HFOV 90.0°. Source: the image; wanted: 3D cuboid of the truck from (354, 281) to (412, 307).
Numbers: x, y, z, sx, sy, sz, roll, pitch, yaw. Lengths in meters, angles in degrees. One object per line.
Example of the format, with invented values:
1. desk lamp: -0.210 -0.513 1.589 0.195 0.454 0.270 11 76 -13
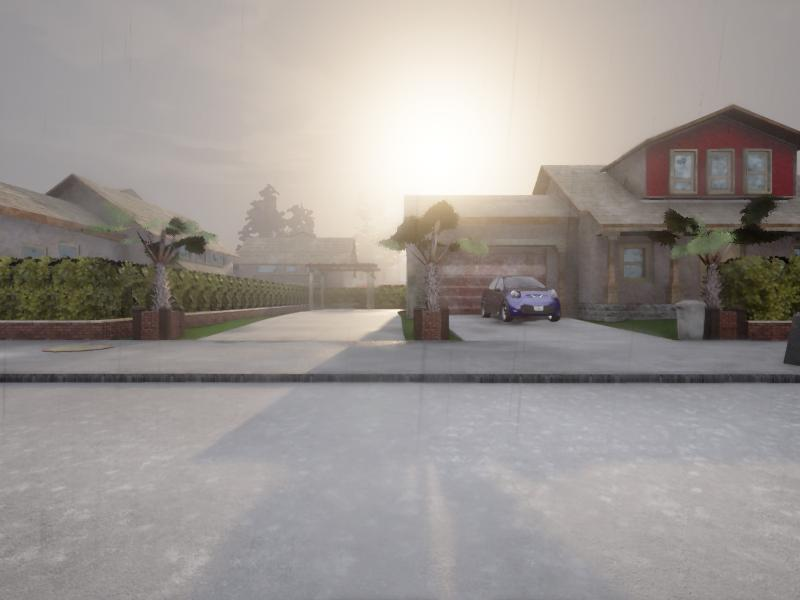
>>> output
1. truck: -2.477 -0.921 60.272 8.468 3.827 2.891 0 0 0

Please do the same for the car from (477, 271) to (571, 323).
1. car: 3.891 -0.082 13.247 1.845 1.501 3.633 0 0 -3
